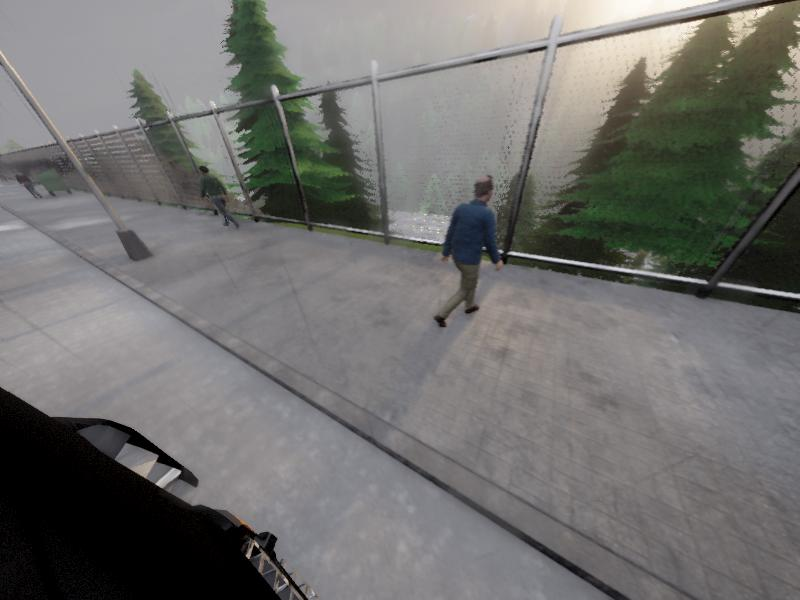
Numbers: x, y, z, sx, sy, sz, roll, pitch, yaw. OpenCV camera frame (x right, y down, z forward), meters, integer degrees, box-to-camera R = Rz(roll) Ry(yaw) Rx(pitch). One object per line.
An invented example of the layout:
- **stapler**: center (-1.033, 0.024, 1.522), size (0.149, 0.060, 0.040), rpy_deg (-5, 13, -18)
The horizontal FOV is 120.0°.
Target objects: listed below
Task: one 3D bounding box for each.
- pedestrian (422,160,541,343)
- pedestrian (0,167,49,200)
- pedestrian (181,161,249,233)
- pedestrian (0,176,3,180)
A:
- **pedestrian**: center (0.796, -0.532, 2.728), size (0.751, 1.860, 0.751), rpy_deg (-18, 37, -22)
- **pedestrian**: center (-25.038, -7.796, 15.456), size (0.751, 1.860, 0.751), rpy_deg (10, 36, 19)
- **pedestrian**: center (-5.576, -3.137, 7.082), size (0.751, 1.860, 0.751), rpy_deg (15, 38, 24)
- **pedestrian**: center (-66.557, -20.719, 37.778), size (0.751, 1.860, 0.751), rpy_deg (15, 38, 25)
